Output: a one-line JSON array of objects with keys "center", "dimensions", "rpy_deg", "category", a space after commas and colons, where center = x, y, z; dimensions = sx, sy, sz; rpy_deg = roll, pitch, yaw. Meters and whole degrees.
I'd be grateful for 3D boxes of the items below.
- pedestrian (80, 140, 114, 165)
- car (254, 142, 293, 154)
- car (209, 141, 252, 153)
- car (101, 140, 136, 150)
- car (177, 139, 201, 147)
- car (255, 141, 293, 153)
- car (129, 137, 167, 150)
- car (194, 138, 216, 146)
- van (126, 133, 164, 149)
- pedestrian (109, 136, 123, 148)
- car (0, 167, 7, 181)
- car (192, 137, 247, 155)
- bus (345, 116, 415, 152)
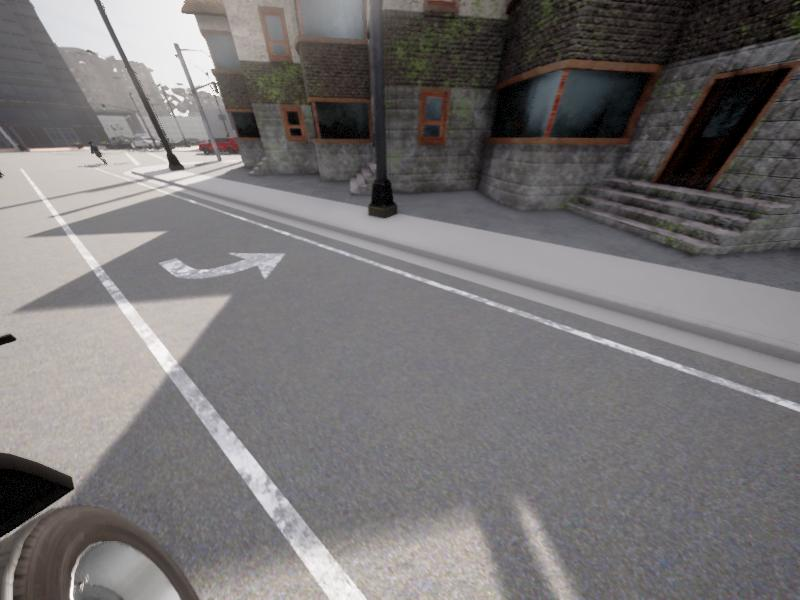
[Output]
[{"center": [-26.774, -13.047, 20.450], "dimensions": [0.751, 1.860, 0.751], "rpy_deg": [-3, 35, -4], "category": "pedestrian"}, {"center": [-19.074, -23.105, 35.047], "dimensions": [4.674, 1.442, 1.812], "rpy_deg": [-6, 36, -8], "category": "car"}, {"center": [-26.889, -24.409, 36.834], "dimensions": [5.008, 1.535, 1.882], "rpy_deg": [-6, 35, -8], "category": "car"}, {"center": [-53.563, -29.575, 44.051], "dimensions": [1.816, 1.474, 4.193], "rpy_deg": [-5, 36, -8], "category": "car"}, {"center": [-52.778, -39.409, 57.854], "dimensions": [1.930, 1.638, 5.238], "rpy_deg": [-5, 36, -7], "category": "car"}, {"center": [-20.497, -25.027, 37.739], "dimensions": [4.892, 1.490, 1.837], "rpy_deg": [-6, 36, -8], "category": "car"}, {"center": [-50.571, -31.652, 46.526], "dimensions": [2.150, 2.045, 5.566], "rpy_deg": [-5, 36, -8], "category": "car"}, {"center": [-53.475, -43.443, 63.566], "dimensions": [1.930, 1.638, 5.238], "rpy_deg": [-2, 35, -3], "category": "car"}, {"center": [-54.773, -34.269, 49.771], "dimensions": [1.988, 2.561, 5.915], "rpy_deg": [-5, 36, -8], "category": "van"}, {"center": [-58.358, -32.447, 47.442], "dimensions": [0.751, 1.860, 0.751], "rpy_deg": [-5, 36, -8], "category": "pedestrian"}, {"center": [-26.100, -8.077, 13.989], "dimensions": [4.718, 1.301, 1.895], "rpy_deg": [22, 41, 28], "category": "car"}, {"center": [-26.271, -22.626, 33.866], "dimensions": [5.566, 2.045, 2.150], "rpy_deg": [-6, 36, -8], "category": "car"}, {"center": [-3.093, -25.984, 36.238], "dimensions": [10.273, 4.253, 3.944], "rpy_deg": [-7, 36, -7], "category": "bus"}]
